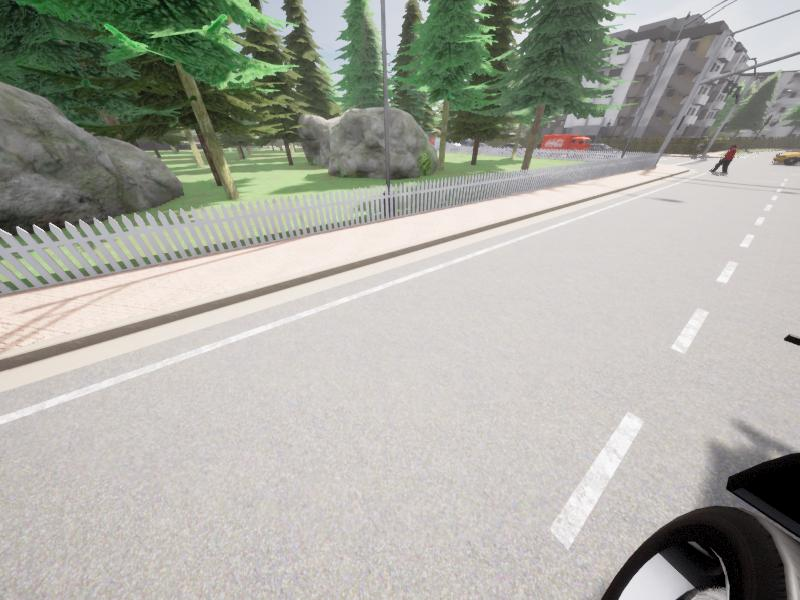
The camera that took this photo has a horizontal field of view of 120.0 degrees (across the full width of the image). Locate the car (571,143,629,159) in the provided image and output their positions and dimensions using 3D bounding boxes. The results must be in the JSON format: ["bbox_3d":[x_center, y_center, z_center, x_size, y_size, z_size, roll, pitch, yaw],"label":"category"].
[{"bbox_3d":[25.186,-18.952,29.341,2.128,1.511,4.902,-21,40,-26],"label":"car"}]

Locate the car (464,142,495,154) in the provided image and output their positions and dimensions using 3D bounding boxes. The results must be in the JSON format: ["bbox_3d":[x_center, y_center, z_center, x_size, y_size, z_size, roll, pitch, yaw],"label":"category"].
[{"bbox_3d":[13.338,-25.718,39.052,1.837,1.490,4.892,-21,40,-26],"label":"car"}]

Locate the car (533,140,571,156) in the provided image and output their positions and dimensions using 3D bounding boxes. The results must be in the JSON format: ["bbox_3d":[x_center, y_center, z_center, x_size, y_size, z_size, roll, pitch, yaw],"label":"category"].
[{"bbox_3d":[21.878,-22.029,33.405,1.905,1.878,3.866,-21,40,-26],"label":"car"}]

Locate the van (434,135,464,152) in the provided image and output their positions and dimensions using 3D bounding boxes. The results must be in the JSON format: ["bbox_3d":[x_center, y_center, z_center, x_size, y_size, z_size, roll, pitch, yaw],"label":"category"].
[{"bbox_3d":[9.169,-29.828,44.012,1.988,2.561,5.915,-21,40,-26],"label":"van"}]

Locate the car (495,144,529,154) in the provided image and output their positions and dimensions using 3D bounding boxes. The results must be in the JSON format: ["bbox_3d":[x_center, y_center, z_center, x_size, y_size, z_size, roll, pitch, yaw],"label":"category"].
[{"bbox_3d":[18.357,-24.903,38.030,1.895,1.301,4.718,-21,40,-26],"label":"car"}]

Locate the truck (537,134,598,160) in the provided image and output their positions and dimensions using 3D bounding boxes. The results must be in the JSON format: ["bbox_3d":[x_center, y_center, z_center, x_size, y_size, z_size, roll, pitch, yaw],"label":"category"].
[{"bbox_3d":[20.911,-19.421,29.205,2.627,2.467,5.204,-21,40,-26],"label":"truck"}]

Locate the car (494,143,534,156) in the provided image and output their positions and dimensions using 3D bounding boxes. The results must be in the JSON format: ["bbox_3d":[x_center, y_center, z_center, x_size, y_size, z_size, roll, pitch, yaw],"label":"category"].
[{"bbox_3d":[16.908,-22.561,34.542,1.837,1.490,4.892,-21,40,-26],"label":"car"}]

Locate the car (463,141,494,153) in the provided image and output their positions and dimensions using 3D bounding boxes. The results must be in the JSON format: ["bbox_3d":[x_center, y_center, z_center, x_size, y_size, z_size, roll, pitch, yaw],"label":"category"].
[{"bbox_3d":[14.432,-28.507,42.894,2.152,1.651,5.027,-21,40,-26],"label":"car"}]

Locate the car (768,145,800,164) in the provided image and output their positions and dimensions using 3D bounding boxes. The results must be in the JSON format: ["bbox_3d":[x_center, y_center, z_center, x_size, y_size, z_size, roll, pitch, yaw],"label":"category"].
[{"bbox_3d":[39.428,-13.731,21.879,1.812,1.442,4.674,-21,40,-27],"label":"car"}]

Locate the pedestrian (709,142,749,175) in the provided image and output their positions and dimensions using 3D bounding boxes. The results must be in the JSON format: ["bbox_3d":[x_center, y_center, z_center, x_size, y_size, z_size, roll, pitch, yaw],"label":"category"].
[{"bbox_3d":[22.841,-9.858,16.095,0.751,1.860,0.751,27,43,33],"label":"pedestrian"}]

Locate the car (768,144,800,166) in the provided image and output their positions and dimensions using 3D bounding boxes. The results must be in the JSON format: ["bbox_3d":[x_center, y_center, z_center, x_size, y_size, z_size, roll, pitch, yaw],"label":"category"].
[{"bbox_3d":[36.848,-12.372,19.849,1.801,1.575,5.366,-21,40,-26],"label":"car"}]

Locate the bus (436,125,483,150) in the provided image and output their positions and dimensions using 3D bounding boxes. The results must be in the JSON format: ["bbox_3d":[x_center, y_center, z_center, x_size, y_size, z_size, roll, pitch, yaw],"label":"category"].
[{"bbox_3d":[13.473,-37.706,53.675,3.944,4.253,10.273,-21,40,-26],"label":"bus"}]

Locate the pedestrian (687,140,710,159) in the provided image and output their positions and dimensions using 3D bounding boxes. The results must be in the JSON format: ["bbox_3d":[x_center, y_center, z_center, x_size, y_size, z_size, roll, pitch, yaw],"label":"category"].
[{"bbox_3d":[35.163,-17.779,27.256,0.751,1.860,0.751,17,39,23],"label":"pedestrian"}]
